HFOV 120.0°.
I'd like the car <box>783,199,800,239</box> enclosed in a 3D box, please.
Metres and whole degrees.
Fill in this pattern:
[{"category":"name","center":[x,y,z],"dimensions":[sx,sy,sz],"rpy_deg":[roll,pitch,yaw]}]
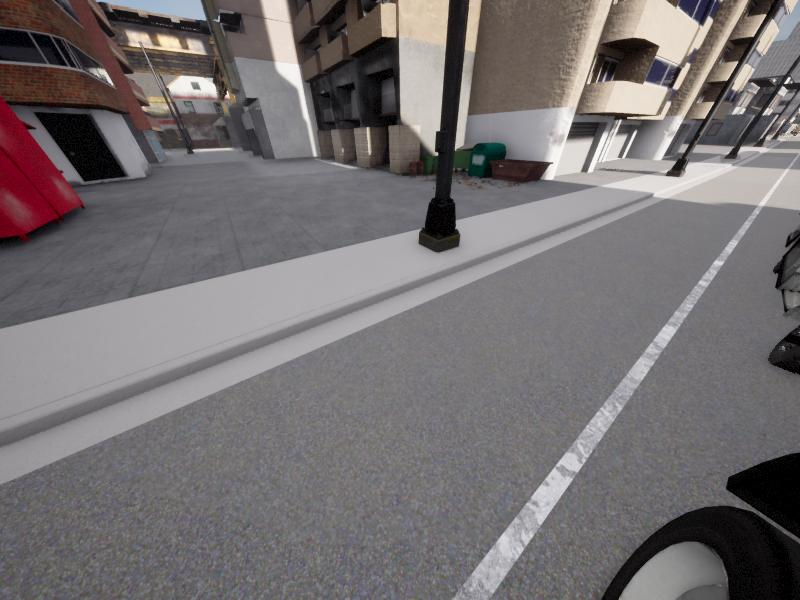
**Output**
[{"category":"car","center":[13.142,-2.685,6.325],"dimensions":[4.902,1.511,2.128],"rpy_deg":[-22,40,-27]}]

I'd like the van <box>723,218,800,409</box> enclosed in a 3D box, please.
[{"category":"van","center":[7.034,-0.626,2.655],"dimensions":[6.366,2.431,2.351],"rpy_deg":[-22,40,-27]}]
